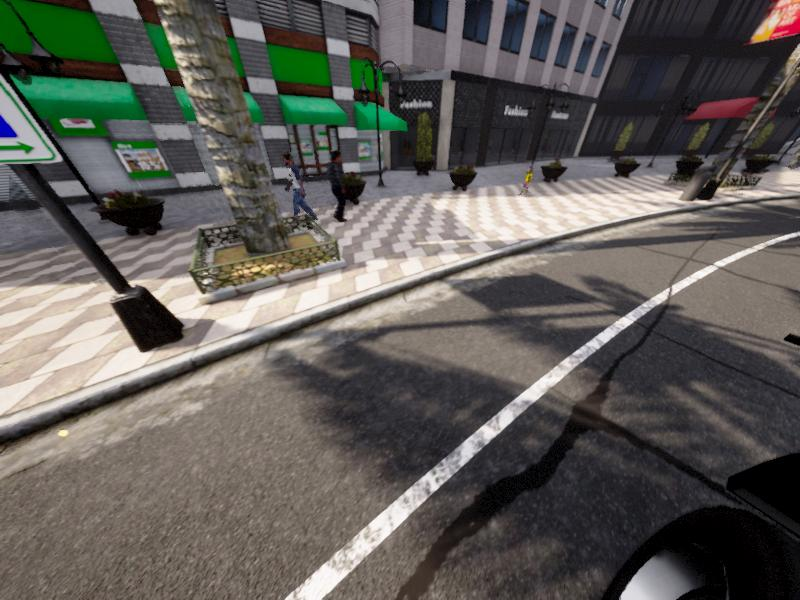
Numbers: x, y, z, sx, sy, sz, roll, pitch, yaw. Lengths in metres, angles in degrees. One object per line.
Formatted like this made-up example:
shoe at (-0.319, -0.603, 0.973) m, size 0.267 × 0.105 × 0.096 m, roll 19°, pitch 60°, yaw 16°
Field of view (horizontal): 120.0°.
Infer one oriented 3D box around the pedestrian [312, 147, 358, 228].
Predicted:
pedestrian at (-1.754, -3.094, 6.393) m, size 0.751 × 1.860 × 0.751 m, roll -18°, pitch 39°, yaw -23°

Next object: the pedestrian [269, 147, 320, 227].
pedestrian at (-2.892, -3.120, 6.439) m, size 0.751 × 1.860 × 0.751 m, roll -18°, pitch 39°, yaw -23°

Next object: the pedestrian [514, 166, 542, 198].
pedestrian at (5.199, -4.807, 9.428) m, size 0.500 × 1.100 × 0.500 m, roll -16°, pitch 38°, yaw -21°

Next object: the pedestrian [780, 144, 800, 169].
pedestrian at (29.551, -10.742, 17.011) m, size 0.751 × 1.860 × 0.751 m, roll -18°, pitch 39°, yaw -24°
